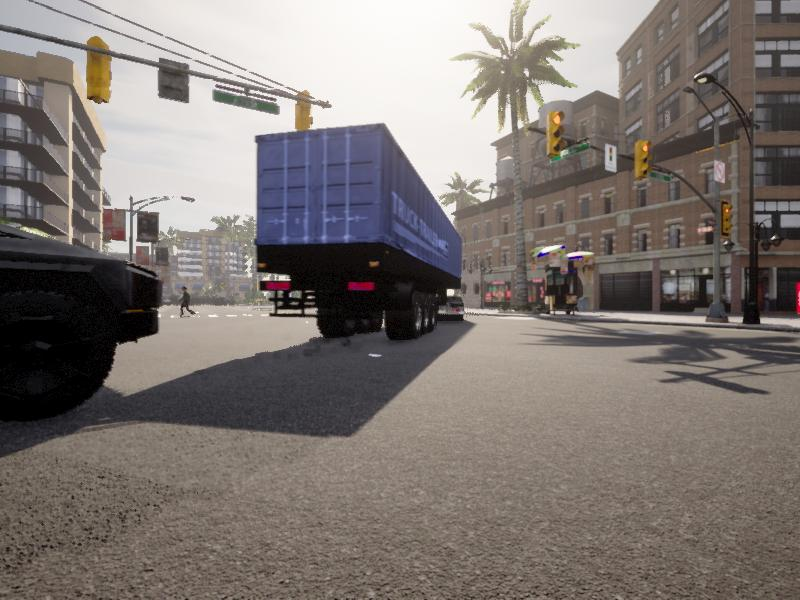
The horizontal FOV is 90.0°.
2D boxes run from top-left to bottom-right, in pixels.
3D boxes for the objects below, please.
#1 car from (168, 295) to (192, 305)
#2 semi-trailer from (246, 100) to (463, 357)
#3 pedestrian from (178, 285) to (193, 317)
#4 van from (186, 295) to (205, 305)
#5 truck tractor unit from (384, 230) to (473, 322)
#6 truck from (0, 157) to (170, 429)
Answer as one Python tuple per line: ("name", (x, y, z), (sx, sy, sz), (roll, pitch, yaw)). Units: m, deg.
("car", (-44.560, -0.027, 80.995), (5.566, 2.045, 2.150), (0, 0, 38))
("semi-trailer", (0.192, -1.227, 14.103), (2.717, 4.402, 14.254), (1, 0, 14))
("pedestrian", (-12.632, 0.038, 23.559), (0.751, 1.860, 0.751), (0, 0, -27))
("van", (-43.074, -0.001, 84.219), (4.442, 1.987, 1.775), (0, 0, 34))
("truck tractor unit", (1.230, -1.123, 21.793), (3.053, 4.208, 6.516), (0, 0, -13))
("truck", (-5.406, -0.058, 2.944), (6.274, 2.098, 2.390), (0, 0, -34))
